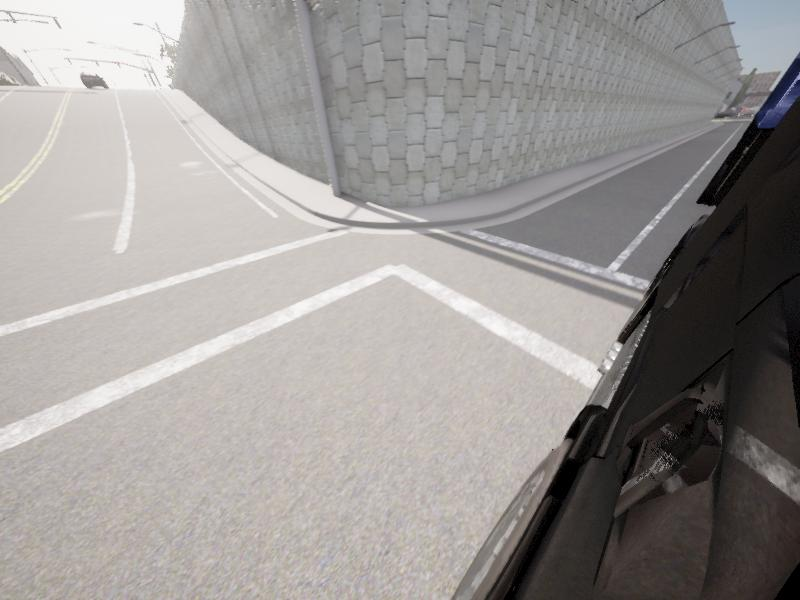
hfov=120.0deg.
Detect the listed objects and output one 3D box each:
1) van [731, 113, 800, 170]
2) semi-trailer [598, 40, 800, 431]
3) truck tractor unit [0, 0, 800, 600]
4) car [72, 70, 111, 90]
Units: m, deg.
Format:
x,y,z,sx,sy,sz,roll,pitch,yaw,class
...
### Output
x,y,z,sx,sy,sz,roll,pitch,yaw,class
18.314,-7.768,11.163,4.442,1.987,1.775,-28,44,-30,van
8.692,-3.615,4.225,14.254,4.402,2.717,-28,44,-30,semi-trailer
2.645,-0.295,0.351,6.516,4.208,3.053,-28,44,-30,truck tractor unit
-38.267,-27.349,28.809,2.128,1.511,4.902,-29,48,-30,car
